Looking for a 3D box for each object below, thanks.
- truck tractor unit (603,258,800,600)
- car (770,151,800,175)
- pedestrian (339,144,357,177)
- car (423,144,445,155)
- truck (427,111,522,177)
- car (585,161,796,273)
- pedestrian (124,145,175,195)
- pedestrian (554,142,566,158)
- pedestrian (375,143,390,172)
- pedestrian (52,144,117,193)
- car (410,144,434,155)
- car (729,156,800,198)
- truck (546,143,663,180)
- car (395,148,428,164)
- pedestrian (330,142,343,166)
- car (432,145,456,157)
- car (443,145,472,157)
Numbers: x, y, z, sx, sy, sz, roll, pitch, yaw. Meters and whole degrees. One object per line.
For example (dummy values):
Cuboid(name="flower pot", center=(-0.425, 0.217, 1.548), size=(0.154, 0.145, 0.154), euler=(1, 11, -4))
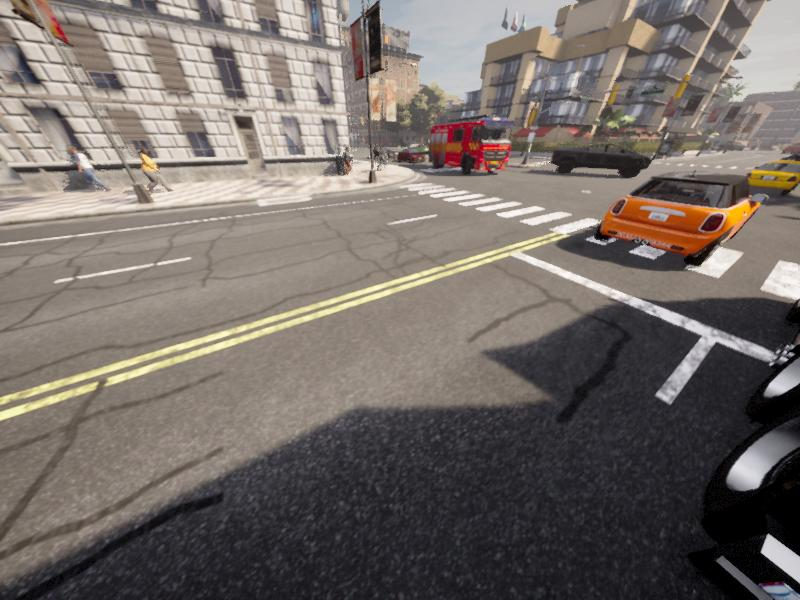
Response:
Cuboid(name="truck tractor unit", center=(5.100, -0.312, 0.795), size=(6.516, 4.208, 3.053), euler=(-19, 39, -25))
Cuboid(name="car", center=(34.658, -11.846, 19.920), size=(3.988, 1.617, 1.851), euler=(-17, 38, -23))
Cuboid(name="pedestrian", center=(-3.494, -9.416, 15.572), size=(0.751, 1.860, 0.751), euler=(-18, 39, -24))
Cuboid(name="car", center=(6.484, -28.898, 44.193), size=(1.851, 1.617, 3.988), euler=(-19, 39, -26))
Cuboid(name="truck", center=(5.593, -13.305, 19.831), size=(2.891, 3.827, 8.468), euler=(-11, 36, -16))
Cuboid(name="car", center=(7.521, -2.480, 6.062), size=(4.553, 1.767, 2.097), euler=(-20, 40, -26))
Cuboid(name="pedestrian", center=(-11.005, -5.762, 10.256), size=(0.751, 1.860, 0.751), euler=(-21, 40, -27))
Cuboid(name="pedestrian", center=(22.980, -21.530, 33.210), size=(0.751, 1.860, 0.751), euler=(20, 39, 25))
Cuboid(name="pedestrian", center=(-1.323, -11.063, 17.958), size=(0.751, 1.860, 0.751), euler=(27, 43, 33))
Cuboid(name="pedestrian", center=(-14.164, -5.935, 10.478), size=(0.751, 1.860, 0.751), euler=(-13, 37, -19))
Cuboid(name="car", center=(3.854, -27.494, 42.223), size=(2.007, 1.525, 4.514), euler=(-19, 39, -26))
Cuboid(name="car", center=(20.922, -6.973, 12.822), size=(5.366, 1.575, 1.801), euler=(-19, 39, -25))
Cuboid(name="truck", center=(15.503, -11.033, 18.158), size=(6.274, 2.098, 2.390), euler=(21, 40, 27))
Cuboid(name="car", center=(1.323, -17.336, 27.737), size=(1.994, 1.385, 4.181), euler=(-18, 39, -24))
Cuboid(name="pedestrian", center=(-6.076, -13.993, 22.130), size=(0.751, 1.860, 0.751), euler=(-19, 39, -25))
Cuboid(name="car", center=(7.123, -24.495, 37.916), size=(1.789, 1.549, 3.705), euler=(-19, 39, -26))
Cuboid(name="car", center=(9.839, -25.751, 39.797), size=(1.837, 1.490, 4.892), euler=(-19, 39, -26))
